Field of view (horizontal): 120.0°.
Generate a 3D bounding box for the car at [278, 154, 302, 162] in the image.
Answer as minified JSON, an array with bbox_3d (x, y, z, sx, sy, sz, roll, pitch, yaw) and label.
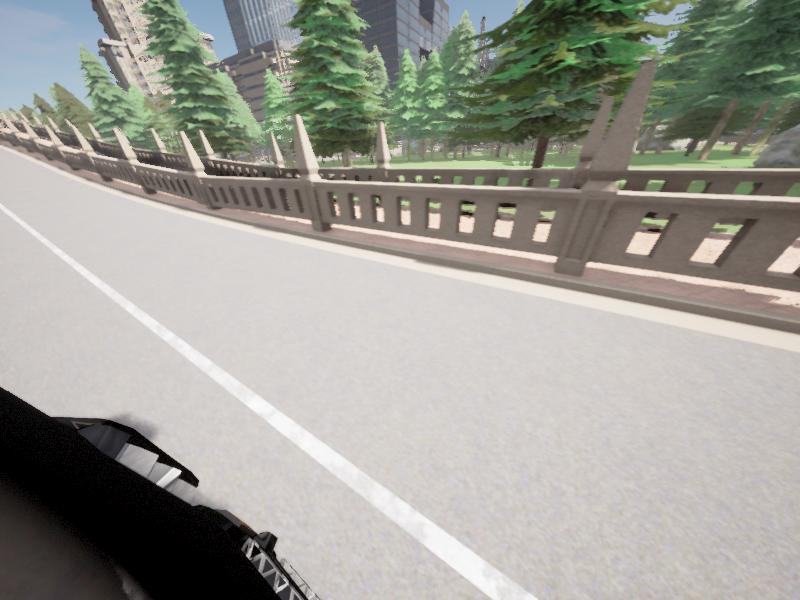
[{"bbox_3d":[-27.748,-35.912,58.469,4.902,1.511,2.128,-10,34,-10],"label":"car"}]
